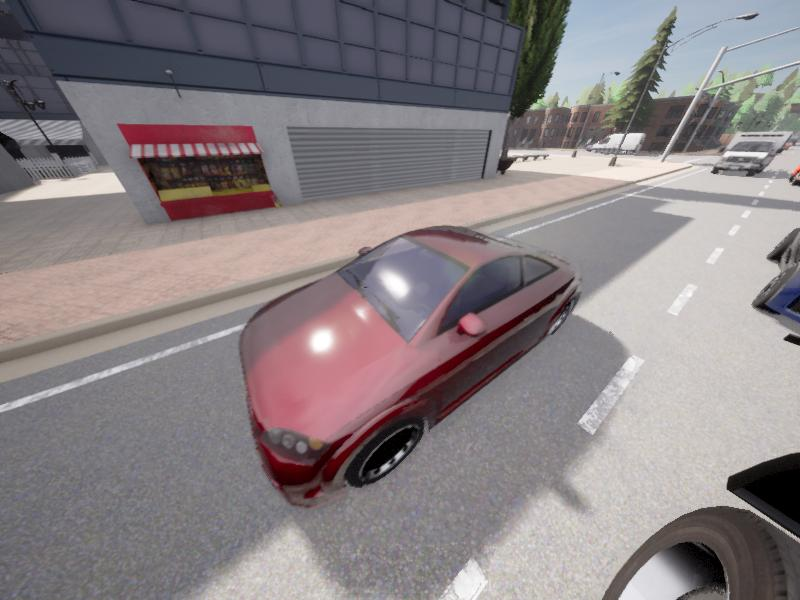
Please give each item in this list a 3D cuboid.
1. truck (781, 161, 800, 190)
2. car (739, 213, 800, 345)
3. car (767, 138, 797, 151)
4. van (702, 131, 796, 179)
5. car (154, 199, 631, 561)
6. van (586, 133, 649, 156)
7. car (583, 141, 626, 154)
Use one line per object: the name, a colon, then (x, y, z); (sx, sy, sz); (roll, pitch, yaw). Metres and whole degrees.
truck: (22.629, -7.054, 11.619); (5.204, 2.467, 2.627); (-22, 40, -28)
car: (7.510, -0.591, 3.238); (4.611, 1.667, 2.242); (-23, 41, -28)
car: (69.780, -28.415, 42.154); (4.553, 1.767, 2.097); (-22, 41, -28)
van: (24.381, -10.218, 16.118); (6.366, 2.431, 2.351); (-22, 41, -28)
car: (0.385, -0.026, 2.756); (4.181, 1.385, 1.994); (-22, 41, -28)
van: (31.517, -22.788, 33.802); (1.988, 2.561, 5.915); (-22, 41, -28)
car: (32.952, -24.694, 37.374); (2.007, 1.525, 4.514); (-22, 41, -28)
